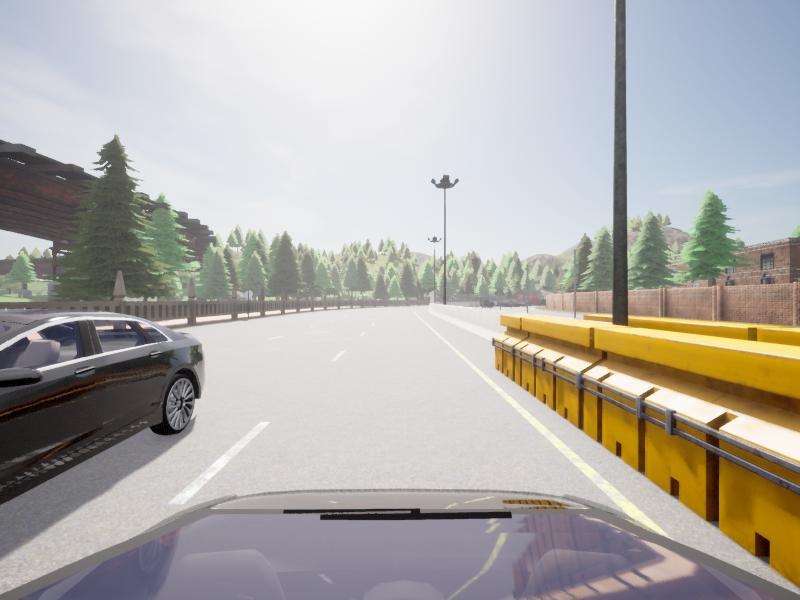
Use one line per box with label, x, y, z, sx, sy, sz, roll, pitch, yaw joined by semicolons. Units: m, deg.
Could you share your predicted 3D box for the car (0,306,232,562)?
car;-3.500;0.837;3.363;2.128;1.511;4.902;0;0;0
